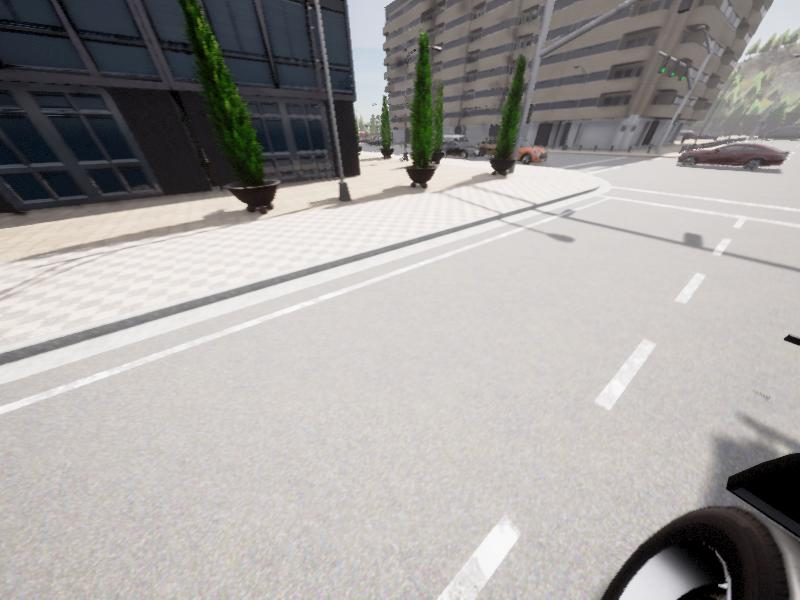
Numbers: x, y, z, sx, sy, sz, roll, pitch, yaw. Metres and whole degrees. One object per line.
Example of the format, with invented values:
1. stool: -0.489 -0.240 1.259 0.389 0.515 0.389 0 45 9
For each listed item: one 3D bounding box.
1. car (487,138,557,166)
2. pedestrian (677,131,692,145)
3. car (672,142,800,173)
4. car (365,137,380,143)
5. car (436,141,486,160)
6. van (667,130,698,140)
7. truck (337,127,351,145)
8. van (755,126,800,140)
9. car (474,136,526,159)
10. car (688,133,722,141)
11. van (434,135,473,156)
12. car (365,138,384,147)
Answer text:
1. car: 10.242 -12.814 19.842 2.097 1.767 4.553 -22 41 -27
2. pedestrian: 45.807 -26.029 37.185 0.751 1.860 0.751 -29 44 -34
3. car: 22.347 -9.778 15.656 1.812 1.442 4.674 -23 41 -27
4. car: -9.642 -56.693 81.781 4.892 1.490 1.837 -23 41 -28
5. car: 6.305 -15.996 24.608 2.128 1.511 4.902 -22 41 -27
6. van: 74.729 -43.620 61.199 2.069 2.038 4.480 -23 41 -28
7. truck: -15.547 -45.840 64.698 2.891 3.827 8.468 -6 36 -7
8. van: 86.459 -37.752 52.329 1.988 2.561 5.915 -23 41 -27
9. car: 10.457 -16.274 24.587 1.932 1.855 4.605 -22 41 -27
10. car: 74.544 -39.928 56.570 1.812 1.442 4.674 -22 41 -26
11. van: 6.596 -19.555 29.106 2.069 2.038 4.480 -23 41 -27
12. car: -5.958 -36.953 54.117 2.163 1.488 4.792 -22 41 -27
